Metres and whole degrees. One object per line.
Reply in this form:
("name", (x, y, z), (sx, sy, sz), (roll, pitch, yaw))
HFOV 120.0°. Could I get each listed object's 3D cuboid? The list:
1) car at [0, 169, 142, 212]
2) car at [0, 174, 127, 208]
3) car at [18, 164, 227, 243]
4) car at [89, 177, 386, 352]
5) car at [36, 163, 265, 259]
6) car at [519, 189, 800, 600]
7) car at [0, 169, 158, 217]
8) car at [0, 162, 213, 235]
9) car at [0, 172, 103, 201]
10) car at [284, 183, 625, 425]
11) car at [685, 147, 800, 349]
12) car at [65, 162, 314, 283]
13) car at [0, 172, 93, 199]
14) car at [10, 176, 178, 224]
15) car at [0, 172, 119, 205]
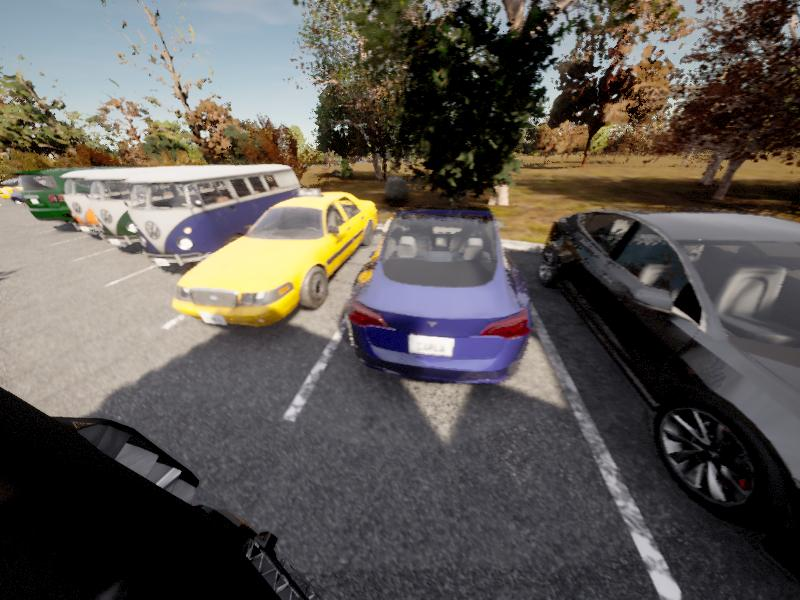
("car", (-19.869, -6.888, 14.270), (2.185, 1.767, 4.553), (4, 33, 10))
("car", (-22.797, -7.572, 15.800), (2.163, 1.488, 4.792), (4, 33, 10))
("car", (-9.628, -3.928, 8.853), (1.878, 1.987, 4.442), (4, 33, 10))
("car", (-1.926, -1.482, 4.990), (1.946, 1.575, 5.366), (4, 33, 10))
("car", (-7.058, -3.188, 7.545), (1.878, 1.987, 4.442), (4, 33, 10))
("car", (3.242, -0.059, 2.521), (2.163, 1.488, 4.792), (4, 33, 9))
("car", (-17.320, -6.113, 12.909), (2.185, 1.767, 4.553), (4, 33, 10))
("car", (-12.176, -4.769, 10.271), (2.435, 2.045, 5.566), (4, 33, 10))
("car", (-28.651, -9.302, 18.795), (2.231, 1.521, 4.892), (4, 33, 10))
("car", (0.677, -0.831, 3.879), (2.163, 1.488, 4.792), (4, 33, 10))
("car", (5.805, 0.413, 1.112), (2.435, 2.045, 5.566), (4, 33, 10))
("car", (-4.487, -2.448, 6.237), (1.878, 1.987, 4.442), (4, 33, 10))
("car", (-31.572, -10.155, 20.299), (2.231, 1.521, 4.892), (4, 33, 10))
("car", (-14.734, -5.250, 11.714), (2.002, 1.452, 4.674), (4, 33, 10))
("car", (-25.695, -8.561, 17.455), (1.946, 1.575, 5.366), (4, 33, 10))
